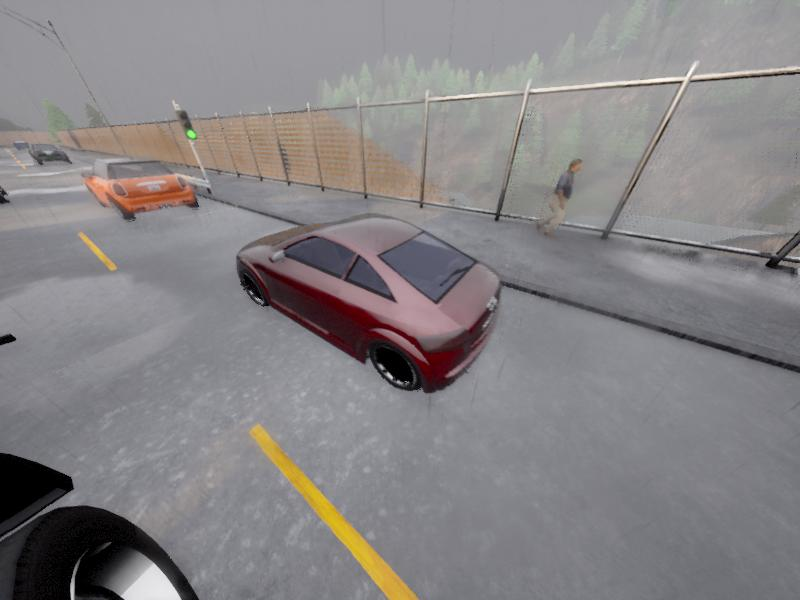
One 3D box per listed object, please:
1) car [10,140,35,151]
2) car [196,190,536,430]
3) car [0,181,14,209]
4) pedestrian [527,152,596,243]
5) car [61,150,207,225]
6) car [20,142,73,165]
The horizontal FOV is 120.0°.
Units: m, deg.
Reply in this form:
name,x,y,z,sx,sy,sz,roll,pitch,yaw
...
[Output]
name,x,y,z,sx,sy,sz,roll,pitch,yaw
car,-73.685,-30.169,45.038,5.008,1.535,1.882,22,41,28
car,-0.677,-0.497,3.440,4.181,1.385,1.994,22,41,28
car,-17.590,-4.660,9.020,5.238,1.638,1.930,22,41,28
pedestrian,3.880,-2.486,5.643,0.751,1.860,0.751,22,40,28
car,-9.631,-4.284,8.399,4.553,1.767,2.097,22,41,28
car,-35.272,-14.695,23.045,4.553,1.767,2.097,22,41,28
